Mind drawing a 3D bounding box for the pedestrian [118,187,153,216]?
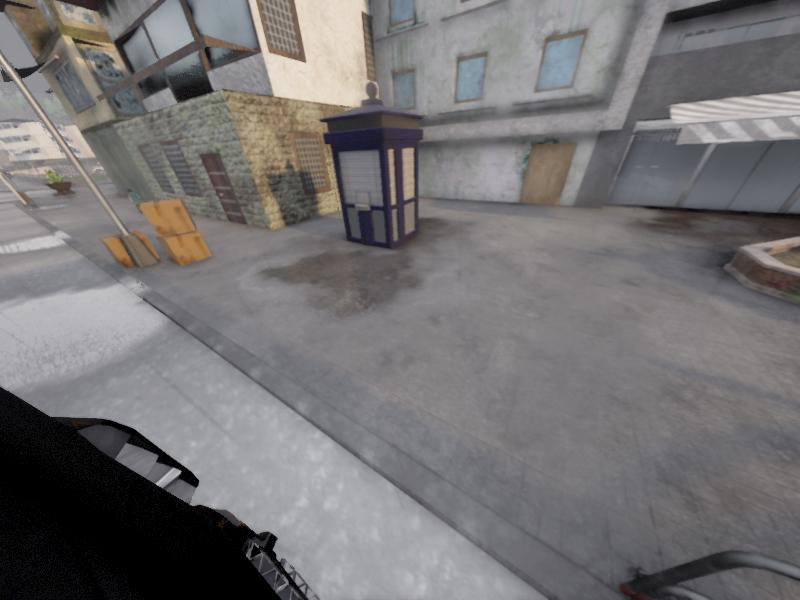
[{"bbox_3d":[-11.867,-4.425,10.380,0.500,1.100,0.500,17,38,28],"label":"pedestrian"}]

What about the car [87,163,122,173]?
[{"bbox_3d":[-83.646,-37.506,65.461,2.150,2.045,5.566,17,38,27],"label":"car"}]
